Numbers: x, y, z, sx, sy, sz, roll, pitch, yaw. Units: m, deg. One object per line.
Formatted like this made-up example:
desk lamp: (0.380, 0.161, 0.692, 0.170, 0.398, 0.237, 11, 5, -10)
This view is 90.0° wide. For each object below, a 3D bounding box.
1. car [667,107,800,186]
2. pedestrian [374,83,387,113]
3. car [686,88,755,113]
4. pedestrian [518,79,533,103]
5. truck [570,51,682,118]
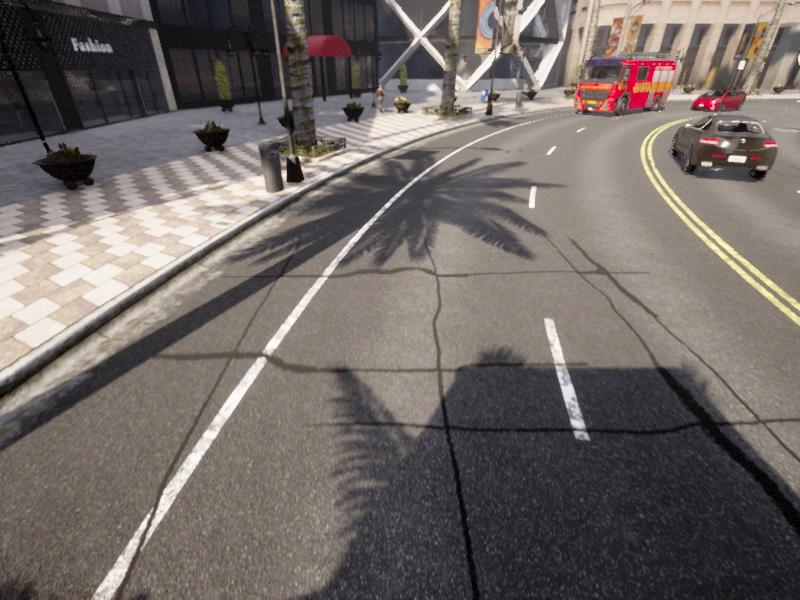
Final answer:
car: (10.951, -5.434, 13.685, 2.152, 1.651, 5.027, 13, 32, 20)
pedestrian: (-1.362, -14.295, 28.274, 0.751, 1.860, 0.751, 3, 30, 5)
car: (24.750, -15.471, 30.943, 4.514, 1.525, 2.007, -15, 33, -23)
pedestrian: (11.184, -18.603, 35.622, 0.751, 1.860, 0.751, 26, 39, 37)
truck: (16.538, -15.765, 29.170, 8.468, 3.827, 2.891, -21, 36, -32)
